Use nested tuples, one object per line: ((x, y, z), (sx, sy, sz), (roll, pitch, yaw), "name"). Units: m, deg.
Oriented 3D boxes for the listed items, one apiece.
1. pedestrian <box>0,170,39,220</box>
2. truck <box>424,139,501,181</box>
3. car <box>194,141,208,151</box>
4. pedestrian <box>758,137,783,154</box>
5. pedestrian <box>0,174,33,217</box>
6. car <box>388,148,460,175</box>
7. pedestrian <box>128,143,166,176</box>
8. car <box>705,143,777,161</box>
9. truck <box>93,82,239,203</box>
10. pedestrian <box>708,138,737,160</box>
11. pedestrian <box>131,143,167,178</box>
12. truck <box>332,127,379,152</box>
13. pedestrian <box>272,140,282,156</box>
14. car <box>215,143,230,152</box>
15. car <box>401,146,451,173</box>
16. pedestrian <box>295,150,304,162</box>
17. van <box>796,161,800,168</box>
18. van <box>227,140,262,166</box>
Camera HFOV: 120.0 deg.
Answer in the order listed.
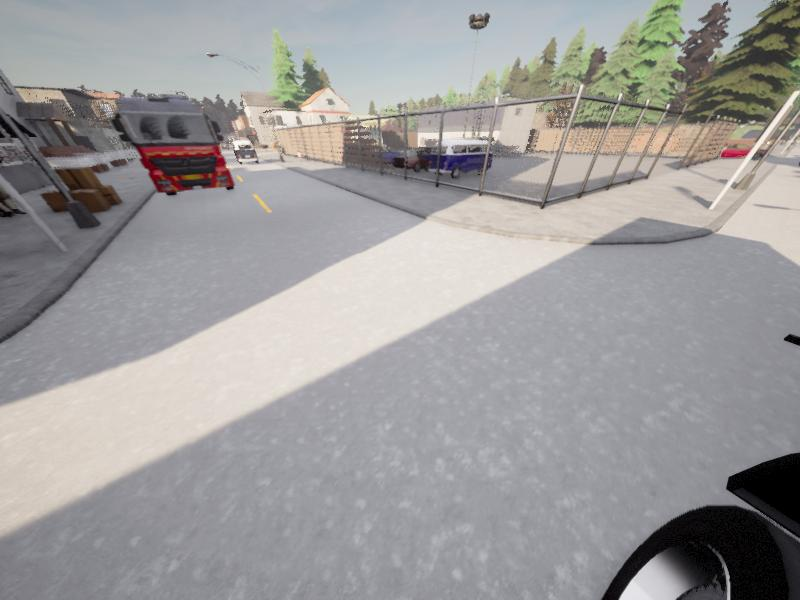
((-12.910, -3.580, 7.240), (0.751, 1.860, 0.751), (12, 37, 17), "pedestrian")
((4.035, -9.174, 14.990), (4.478, 2.038, 2.069), (-22, 41, -28), "truck")
((-48.481, -37.611, 56.385), (1.932, 1.855, 4.605), (-22, 41, -28), "car")
((50.754, -21.183, 31.655), (0.751, 1.860, 0.751), (18, 39, 24), "pedestrian")
((-13.479, -3.716, 7.438), (0.751, 1.860, 0.751), (-21, 40, -26), "pedestrian")
((1.902, -10.836, 17.905), (5.357, 1.415, 2.033), (-22, 41, -28), "car")
((-17.134, -9.531, 15.726), (0.751, 1.860, 0.751), (-2, 35, -2), "pedestrian")
((37.794, -16.546, 25.751), (1.816, 1.474, 4.193), (-24, 42, -30), "car")
((-11.477, -8.209, 12.317), (2.891, 3.827, 8.468), (-22, 41, -28), "truck")
((33.570, -15.729, 24.058), (0.751, 1.860, 0.751), (10, 37, 14), "pedestrian")
((-16.532, -9.224, 15.285), (0.751, 1.860, 0.751), (-19, 39, -24), "pedestrian")
((-8.843, -32.532, 46.774), (8.468, 3.827, 2.891), (-22, 41, -27), "truck")
((-17.222, -21.220, 32.295), (0.751, 1.860, 0.751), (-17, 39, -22), "pedestrian")
((-42.874, -36.816, 55.674), (2.152, 1.651, 5.027), (-22, 41, -28), "car")
((1.902, -11.055, 18.091), (1.789, 1.547, 3.705), (-22, 41, -28), "car")
((-10.660, -15.302, 24.508), (0.500, 1.100, 0.500), (-1, 35, -1), "pedestrian")
((36.127, -12.627, 19.287), (5.915, 2.561, 1.988), (-22, 41, -28), "van")
((-16.494, -15.632, 24.433), (2.069, 2.038, 4.480), (-22, 41, -28), "van")
